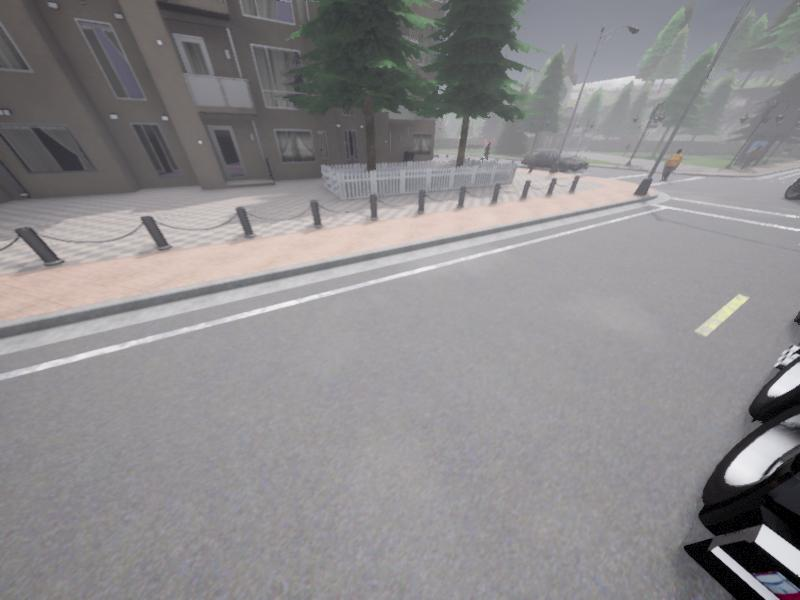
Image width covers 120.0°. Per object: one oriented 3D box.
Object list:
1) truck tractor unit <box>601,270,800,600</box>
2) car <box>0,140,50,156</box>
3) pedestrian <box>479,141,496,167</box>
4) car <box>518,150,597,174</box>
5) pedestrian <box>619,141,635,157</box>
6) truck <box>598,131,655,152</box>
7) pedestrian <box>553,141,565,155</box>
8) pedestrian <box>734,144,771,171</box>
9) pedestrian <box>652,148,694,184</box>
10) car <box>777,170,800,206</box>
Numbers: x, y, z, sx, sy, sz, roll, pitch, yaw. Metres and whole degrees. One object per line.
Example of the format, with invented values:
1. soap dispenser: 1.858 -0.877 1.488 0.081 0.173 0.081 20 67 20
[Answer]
1. truck tractor unit: 5.127 -0.283 0.768 6.516 4.208 3.053 -18 39 -24
2. car: -49.280 -19.677 29.865 2.038 1.542 4.974 -12 37 -17
3. pedestrian: 7.769 -13.049 20.634 0.751 1.860 0.751 -17 39 -23
4. car: 13.397 -12.151 20.147 2.033 1.411 5.357 -16 39 -22
5. pedestrian: 33.113 -22.058 33.703 0.751 1.860 0.751 14 37 18
6. truck: 52.848 -37.322 54.311 2.891 3.827 8.468 -27 44 -34
7. pedestrian: 25.233 -24.209 36.730 0.751 1.860 0.751 5 35 7
8. pedestrian: 29.802 -12.069 19.566 0.751 1.860 0.751 -15 38 -21
9. pedestrian: 16.839 -8.319 14.314 0.751 1.860 0.751 -16 38 -22
10. car: 17.909 -4.424 8.677 2.150 2.045 5.566 27 43 32
